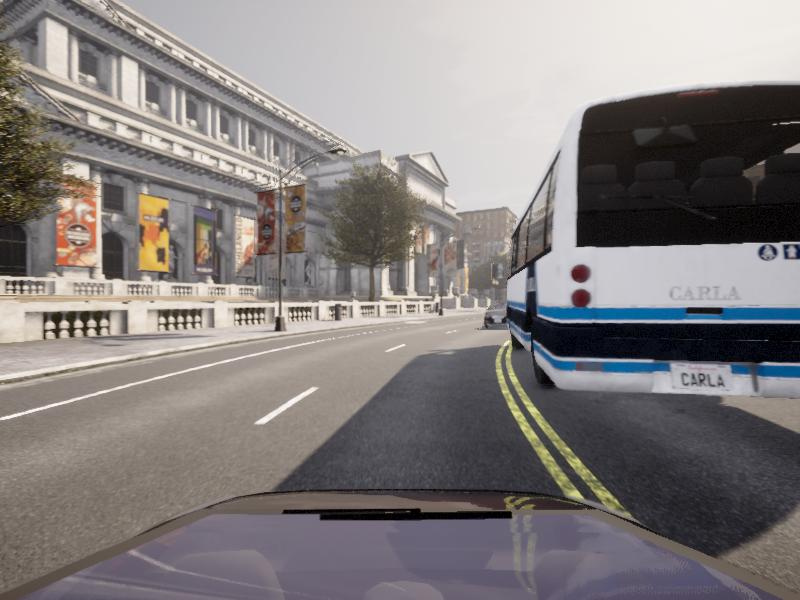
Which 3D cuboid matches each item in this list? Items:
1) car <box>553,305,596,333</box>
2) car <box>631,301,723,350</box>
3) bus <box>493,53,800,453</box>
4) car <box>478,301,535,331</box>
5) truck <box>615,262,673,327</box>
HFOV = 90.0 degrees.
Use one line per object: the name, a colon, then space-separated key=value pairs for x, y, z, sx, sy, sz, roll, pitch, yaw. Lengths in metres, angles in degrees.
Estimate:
car: x=9.628 y=0.948 z=21.840 sx=1.895 sy=1.301 sz=4.718 roll=0 pitch=0 yaw=27
car: x=10.536 y=0.834 z=15.657 sx=2.038 sy=1.542 sz=4.974 roll=0 pitch=0 yaw=24
bus: x=4.372 y=-0.528 z=9.471 sx=3.944 sy=4.253 sz=10.273 roll=0 pitch=0 yaw=12
car: x=6.303 y=0.840 z=23.198 sx=2.128 sy=1.511 sz=4.902 roll=0 pitch=0 yaw=28
truck: x=16.679 y=-0.313 z=27.850 sx=2.891 sy=3.827 sz=8.468 roll=0 pitch=0 yaw=28
